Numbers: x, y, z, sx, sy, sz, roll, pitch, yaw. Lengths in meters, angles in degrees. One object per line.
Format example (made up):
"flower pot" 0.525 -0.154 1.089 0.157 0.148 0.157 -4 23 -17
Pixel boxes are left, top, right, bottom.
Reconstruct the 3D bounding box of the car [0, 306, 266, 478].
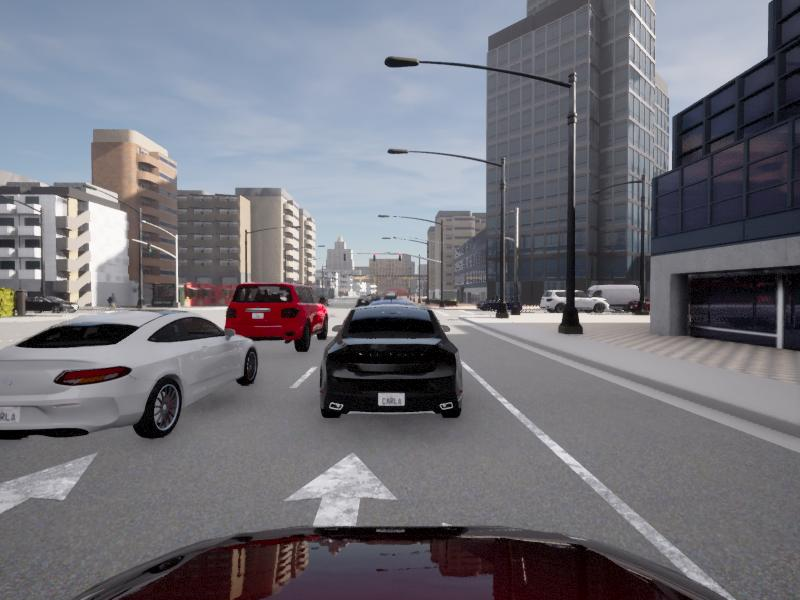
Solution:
"car" -3.631 0.861 5.908 1.812 1.442 4.674 0 0 -1

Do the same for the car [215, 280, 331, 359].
"car" -3.796 0.479 13.206 2.150 2.045 5.566 0 1 -1

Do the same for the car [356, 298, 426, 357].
"car" -0.289 0.737 13.310 1.882 1.535 5.008 0 1 -1

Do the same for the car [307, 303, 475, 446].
"car" -0.149 0.835 6.827 1.837 1.490 4.892 0 0 -1

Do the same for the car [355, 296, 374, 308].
"car" -4.648 0.238 52.873 2.163 1.488 4.792 0 0 -2

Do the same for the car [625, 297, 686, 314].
"car" 22.343 0.440 35.044 4.193 1.474 1.816 0 1 -1

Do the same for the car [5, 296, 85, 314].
"car" -30.277 0.413 34.256 4.902 1.511 2.128 0 1 -1

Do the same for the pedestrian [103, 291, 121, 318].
"pedestrian" -20.715 0.316 28.808 0.751 1.860 0.751 0 1 -3

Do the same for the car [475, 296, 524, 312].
"car" 9.485 0.376 38.336 4.193 1.474 1.816 0 1 -1

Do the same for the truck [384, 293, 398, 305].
"truck" -1.696 -0.165 72.423 2.390 2.098 6.274 0 0 -1

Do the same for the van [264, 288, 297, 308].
"van" -15.145 -0.233 51.184 2.351 2.431 6.366 0 0 -1

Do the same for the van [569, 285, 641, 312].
"van" 19.621 -0.154 38.475 5.915 2.561 1.988 0 1 -1

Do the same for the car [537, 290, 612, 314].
"car" 15.170 0.153 34.941 5.566 2.045 2.150 0 1 -1
